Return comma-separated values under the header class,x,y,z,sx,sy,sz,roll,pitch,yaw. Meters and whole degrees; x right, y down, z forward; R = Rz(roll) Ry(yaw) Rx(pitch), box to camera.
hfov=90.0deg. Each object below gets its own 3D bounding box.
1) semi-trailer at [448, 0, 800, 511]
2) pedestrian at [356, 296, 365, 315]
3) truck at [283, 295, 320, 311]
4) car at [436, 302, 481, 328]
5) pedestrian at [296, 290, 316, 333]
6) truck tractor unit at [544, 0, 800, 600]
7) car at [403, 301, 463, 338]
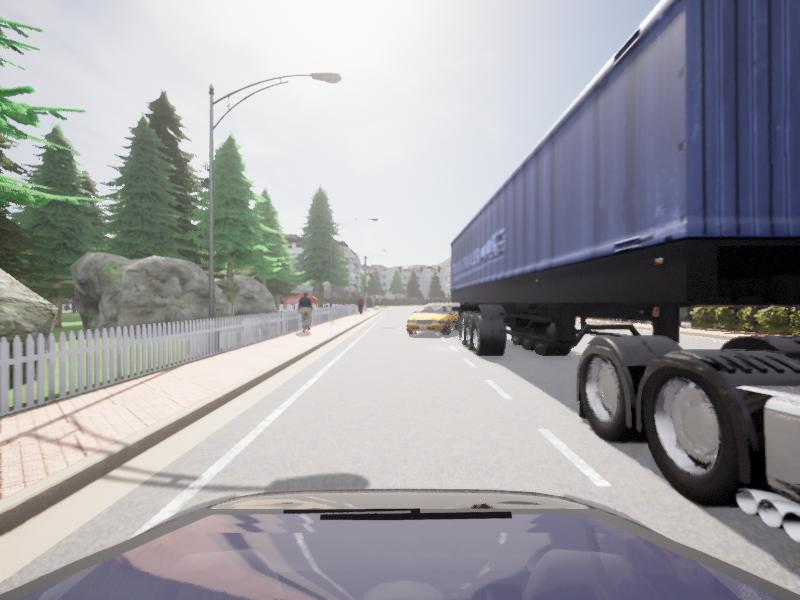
class,x,y,z,sx,sy,sz,roll,pitch,yaw
semi-trailer,3.468,-0.604,10.160,2.717,4.402,14.254,0,0,0
pedestrian,-3.905,0.535,39.705,0.751,1.860,0.751,0,0,0
truck,-15.572,0.433,63.443,5.204,2.467,2.627,0,0,2
car,3.541,0.883,25.343,2.163,1.488,4.792,0,0,0
pedestrian,-4.215,0.508,17.977,0.751,1.860,0.751,0,0,-1
truck tractor unit,3.480,-0.517,2.247,3.053,4.208,6.516,0,0,1
car,1.800,0.825,19.708,1.801,1.575,5.366,0,0,18
